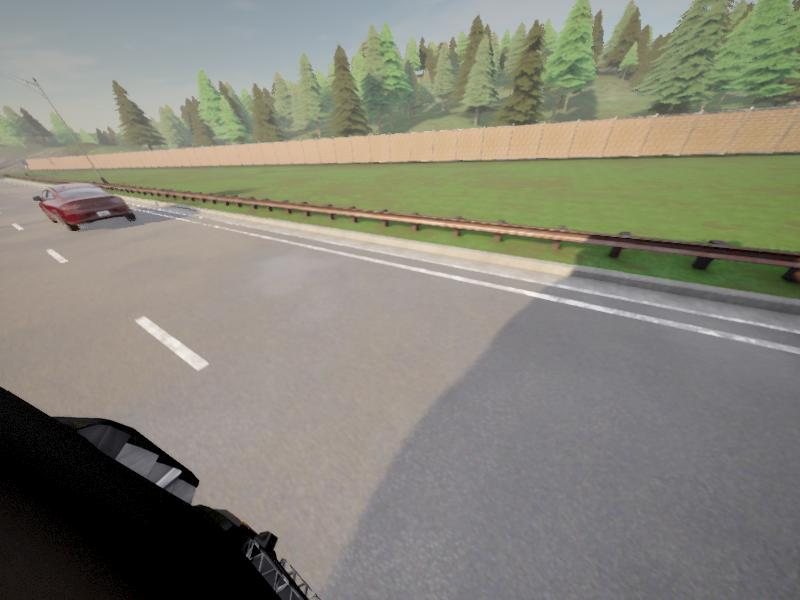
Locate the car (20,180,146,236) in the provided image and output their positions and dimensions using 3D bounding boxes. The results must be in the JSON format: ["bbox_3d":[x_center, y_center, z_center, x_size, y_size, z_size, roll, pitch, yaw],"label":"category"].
[{"bbox_3d":[-12.773,-3.866,9.302,4.674,1.442,1.812,16,38,26],"label":"car"}]
